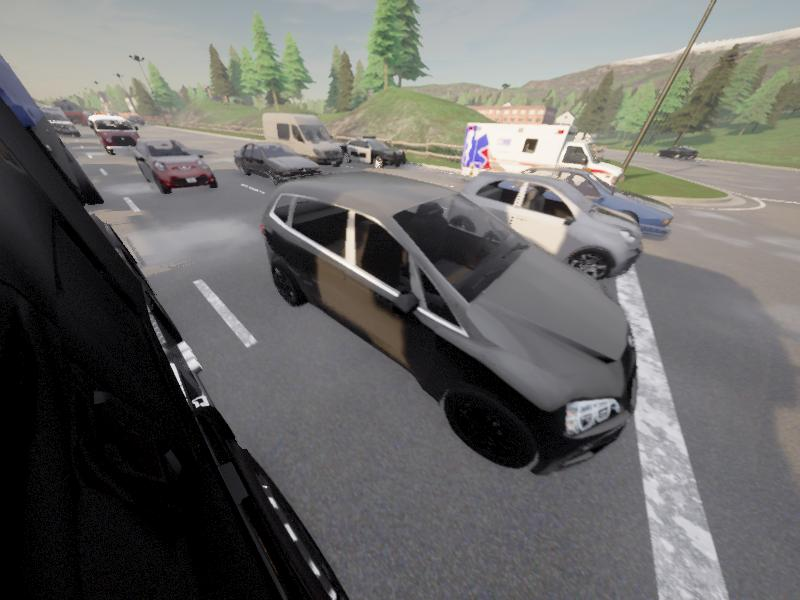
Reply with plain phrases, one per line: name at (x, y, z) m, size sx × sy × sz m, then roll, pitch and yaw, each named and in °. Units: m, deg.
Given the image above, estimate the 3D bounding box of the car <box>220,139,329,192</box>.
car at (-5.816, -6.356, 10.590) m, size 5.357 × 1.411 × 2.033 m, roll 29°, pitch 44°, yaw 30°

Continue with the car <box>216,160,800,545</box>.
car at (0.192, -0.471, 2.887) m, size 4.611 × 1.667 × 2.242 m, roll 28°, pitch 44°, yaw 30°

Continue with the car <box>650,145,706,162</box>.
car at (37.418, -19.945, 31.327) m, size 1.837 × 1.490 × 4.892 m, roll 4°, pitch 37°, yaw -1°

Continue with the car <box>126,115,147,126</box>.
car at (-64.641, -44.058, 56.650) m, size 5.566 × 2.045 × 2.150 m, roll 28°, pitch 44°, yaw 30°

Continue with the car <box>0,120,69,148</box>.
car at (-27.736, -12.760, 17.687) m, size 4.792 × 1.488 × 2.163 m, roll 28°, pitch 44°, yaw 30°

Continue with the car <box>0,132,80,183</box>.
car at (-15.617, -6.103, 9.691) m, size 4.181 × 1.385 × 1.994 m, roll 28°, pitch 44°, yaw 31°

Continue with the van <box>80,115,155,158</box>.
van at (-18.505, -10.736, 15.118) m, size 4.480 × 2.038 × 2.069 m, roll 28°, pitch 44°, yaw 31°

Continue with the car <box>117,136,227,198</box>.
car at (-8.550, -5.130, 8.672) m, size 3.633 × 1.501 × 1.845 m, roll 28°, pitch 44°, yaw 30°

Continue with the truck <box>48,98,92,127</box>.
truck at (-60.298, -34.146, 42.215) m, size 8.468 × 3.827 × 2.891 m, roll 28°, pitch 44°, yaw 30°

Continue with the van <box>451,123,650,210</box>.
van at (5.841, -6.063, 10.065) m, size 6.366 × 2.431 × 2.351 m, roll 27°, pitch 43°, yaw 29°

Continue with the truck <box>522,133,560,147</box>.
truck at (29.303, -33.492, 48.376) m, size 2.390 × 2.098 × 6.274 m, roll -14°, pitch 40°, yaw -22°

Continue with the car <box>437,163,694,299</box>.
car at (2.930, -1.760, 4.895) m, size 3.633 × 1.501 × 1.845 m, roll 27°, pitch 43°, yaw 29°

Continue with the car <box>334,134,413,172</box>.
car at (-1.868, -9.835, 15.269) m, size 5.238 × 1.638 × 1.930 m, roll 28°, pitch 44°, yaw 30°

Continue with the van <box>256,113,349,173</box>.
van at (-5.950, -9.649, 14.019) m, size 5.915 × 2.561 × 1.988 m, roll 28°, pitch 44°, yaw 30°

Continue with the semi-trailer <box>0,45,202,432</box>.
semi-trailer at (-8.695, -3.620, 4.213) m, size 14.254 × 4.402 × 2.717 m, roll 28°, pitch 44°, yaw 30°

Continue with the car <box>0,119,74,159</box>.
car at (-22.301, -9.871, 14.058) m, size 5.027 × 1.651 × 2.152 m, roll 28°, pitch 44°, yaw 30°

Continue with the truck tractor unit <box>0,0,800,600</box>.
truck tractor unit at (-2.645, -0.295, 0.352) m, size 6.516 × 4.208 × 3.053 m, roll 28°, pitch 44°, yaw 30°

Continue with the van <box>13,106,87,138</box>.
van at (-36.260, -18.460, 23.965) m, size 6.366 × 2.431 × 2.351 m, roll 20°, pitch 40°, yaw 22°

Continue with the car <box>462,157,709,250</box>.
car at (4.994, -3.319, 7.215) m, size 5.357 × 1.411 × 2.033 m, roll 26°, pitch 43°, yaw 28°
